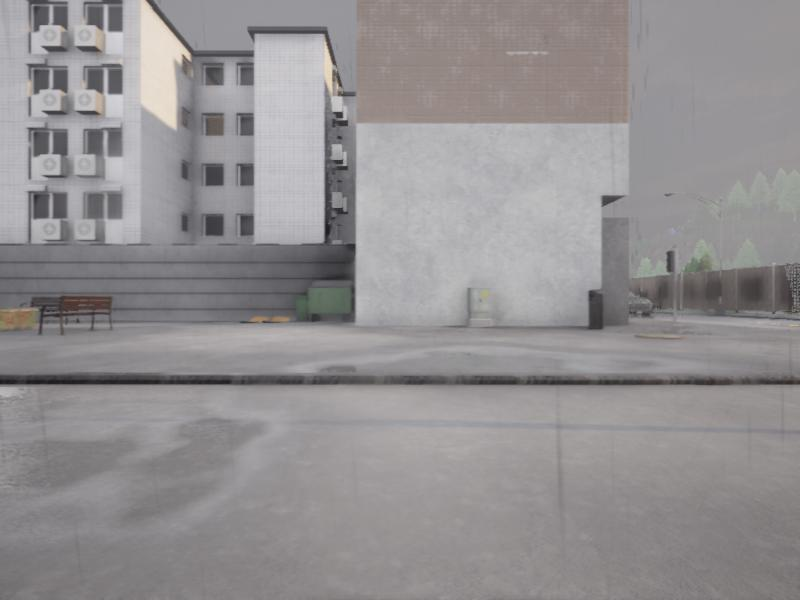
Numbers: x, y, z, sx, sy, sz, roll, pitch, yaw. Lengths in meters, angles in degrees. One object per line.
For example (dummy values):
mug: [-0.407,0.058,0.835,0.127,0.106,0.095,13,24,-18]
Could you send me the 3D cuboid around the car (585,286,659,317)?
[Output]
car: [13.616,0.107,24.964,2.097,1.767,4.553,0,0,0]
